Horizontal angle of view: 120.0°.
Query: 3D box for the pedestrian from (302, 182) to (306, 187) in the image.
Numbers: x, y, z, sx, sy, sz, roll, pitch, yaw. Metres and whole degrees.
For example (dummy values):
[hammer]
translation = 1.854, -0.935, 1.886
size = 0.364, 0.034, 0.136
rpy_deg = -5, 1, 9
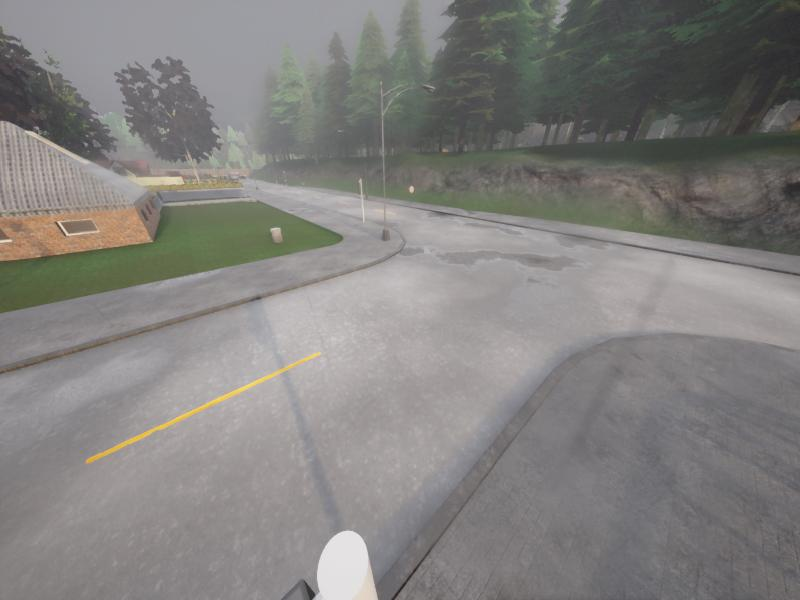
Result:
[pedestrian]
translation = -21.261, -25.480, 50.988
size = 0.500, 1.100, 0.500
rpy_deg = -23, 37, -34
